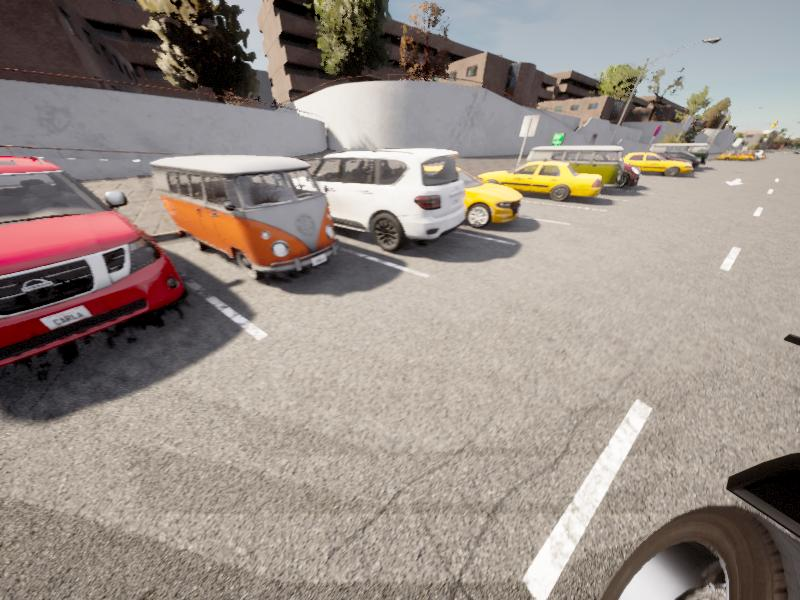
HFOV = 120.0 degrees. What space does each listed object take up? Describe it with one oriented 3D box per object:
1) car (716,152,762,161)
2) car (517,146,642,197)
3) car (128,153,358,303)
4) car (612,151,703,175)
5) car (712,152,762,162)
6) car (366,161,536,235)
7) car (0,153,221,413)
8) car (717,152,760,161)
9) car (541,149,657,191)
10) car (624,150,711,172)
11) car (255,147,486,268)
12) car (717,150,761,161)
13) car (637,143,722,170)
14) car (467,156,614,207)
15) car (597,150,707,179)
[{"bbox_3d":[75.851,-32.220,51.830,5.366,1.575,1.946,22,39,28],"label":"car"},{"bbox_3d":[8.897,-6.790,11.966,4.442,1.987,1.878,21,39,28],"label":"car"},{"bbox_3d":[-3.299,-1.915,4.947,4.442,1.987,1.878,21,40,29],"label":"car"},{"bbox_3d":[20.997,-11.461,19.202,4.674,1.452,2.002,21,39,28],"label":"car"},{"bbox_3d":[68.832,-29.359,47.316,5.366,1.575,1.946,22,38,28],"label":"car"},{"bbox_3d":[1.481,-3.725,7.932,5.008,1.535,2.097,21,40,28],"label":"car"},{"bbox_3d":[-5.806,-0.979,3.582,5.566,2.045,2.435,21,40,29],"label":"car"},{"bbox_3d":[73.536,-31.227,50.325,4.792,1.488,2.163,22,39,28],"label":"car"},{"bbox_3d":[11.215,-7.724,13.497,4.553,1.767,2.185,21,39,28],"label":"car"},{"bbox_3d":[23.436,-12.427,20.601,4.674,1.452,2.002,21,40,28],"label":"car"},{"bbox_3d":[-0.982,-2.961,6.395,5.566,2.045,2.435,21,40,29],"label":"car"},{"bbox_3d":[71.221,-30.481,48.672,4.442,1.987,1.878,22,38,28],"label":"car"},{"bbox_3d":[25.973,-13.585,21.808,4.442,1.987,1.878,21,40,28],"label":"car"},{"bbox_3d":[6.206,-5.726,10.822,5.366,1.575,1.946,21,40,28],"label":"car"},{"bbox_3d":[18.711,-10.466,17.682,5.366,1.575,1.946,21,39,28],"label":"car"}]
